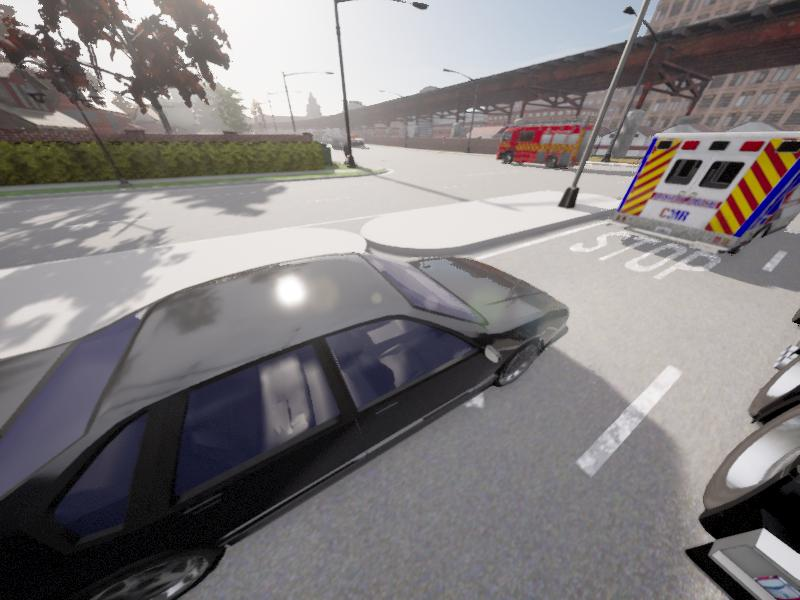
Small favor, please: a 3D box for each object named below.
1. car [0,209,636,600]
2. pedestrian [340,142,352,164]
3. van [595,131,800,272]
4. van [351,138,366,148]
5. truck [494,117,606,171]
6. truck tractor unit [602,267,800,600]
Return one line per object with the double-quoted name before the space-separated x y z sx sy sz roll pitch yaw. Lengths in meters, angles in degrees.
"car" -0.624 0.421 2.175 5.357 1.411 2.033 -18 39 -24
"pedestrian" -5.453 -14.808 23.317 0.751 1.860 0.751 -18 39 -24
"van" 9.000 -2.967 6.216 6.366 2.431 2.351 -15 38 -21
"van" -10.735 -40.357 59.429 2.069 2.038 4.480 -18 40 -24
"truck" 14.299 -15.697 23.339 2.891 3.827 8.468 -18 39 -24
"truck tractor unit" 5.113 -0.298 0.778 6.516 4.208 3.053 -18 39 -24
